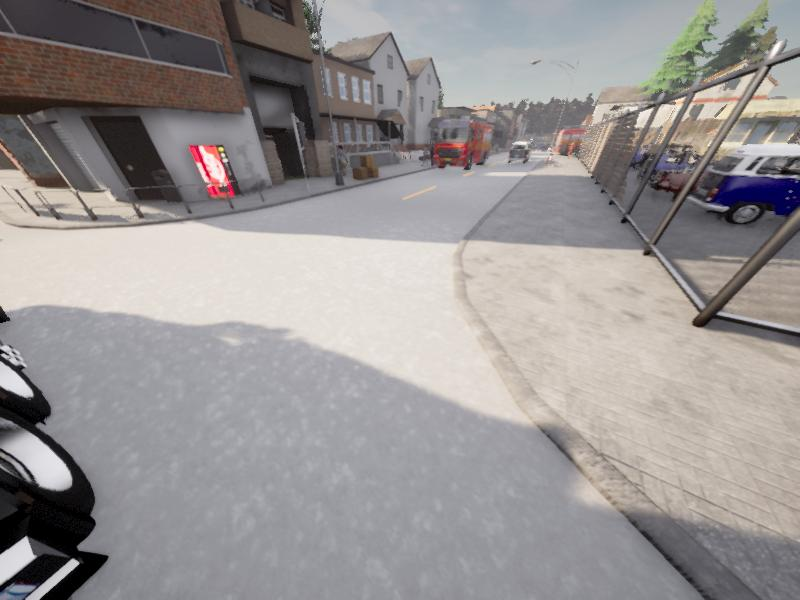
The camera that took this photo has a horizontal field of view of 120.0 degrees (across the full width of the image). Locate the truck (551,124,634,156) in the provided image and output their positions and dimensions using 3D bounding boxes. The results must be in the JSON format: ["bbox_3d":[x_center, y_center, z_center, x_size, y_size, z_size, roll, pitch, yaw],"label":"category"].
[{"bbox_3d":[28.836,-24.308,35.305,8.468,3.827,2.891,7,35,11],"label":"truck"}]

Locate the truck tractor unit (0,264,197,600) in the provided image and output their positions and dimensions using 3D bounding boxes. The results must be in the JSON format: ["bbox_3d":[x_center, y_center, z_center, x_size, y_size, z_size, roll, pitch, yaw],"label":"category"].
[{"bbox_3d":[-5.112,-0.299,0.778,6.516,4.208,3.053,18,39,24],"label":"truck tractor unit"}]

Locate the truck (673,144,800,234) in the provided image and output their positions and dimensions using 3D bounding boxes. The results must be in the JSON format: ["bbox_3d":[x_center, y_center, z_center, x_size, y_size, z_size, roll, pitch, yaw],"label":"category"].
[{"bbox_3d":[11.750,-3.145,6.512,4.478,2.038,2.069,18,39,24],"label":"truck"}]

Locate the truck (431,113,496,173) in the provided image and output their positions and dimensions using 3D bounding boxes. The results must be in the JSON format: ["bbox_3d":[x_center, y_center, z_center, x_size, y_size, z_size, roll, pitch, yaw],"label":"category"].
[{"bbox_3d":[6.088,-14.509,21.436,2.891,3.827,8.468,18,39,24],"label":"truck"}]

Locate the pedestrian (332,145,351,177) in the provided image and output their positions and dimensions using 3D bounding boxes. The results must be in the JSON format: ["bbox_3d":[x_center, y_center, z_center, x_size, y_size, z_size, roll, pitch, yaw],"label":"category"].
[{"bbox_3d":[-3.984,-9.538,15.867,0.751,1.860,0.751,10,36,15],"label":"pedestrian"}]

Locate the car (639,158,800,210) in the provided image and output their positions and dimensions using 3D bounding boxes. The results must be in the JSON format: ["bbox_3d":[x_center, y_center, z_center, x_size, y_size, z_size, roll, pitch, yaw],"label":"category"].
[{"bbox_3d":[13.877,-4.811,9.430,5.357,1.415,2.033,18,39,24],"label":"car"}]
